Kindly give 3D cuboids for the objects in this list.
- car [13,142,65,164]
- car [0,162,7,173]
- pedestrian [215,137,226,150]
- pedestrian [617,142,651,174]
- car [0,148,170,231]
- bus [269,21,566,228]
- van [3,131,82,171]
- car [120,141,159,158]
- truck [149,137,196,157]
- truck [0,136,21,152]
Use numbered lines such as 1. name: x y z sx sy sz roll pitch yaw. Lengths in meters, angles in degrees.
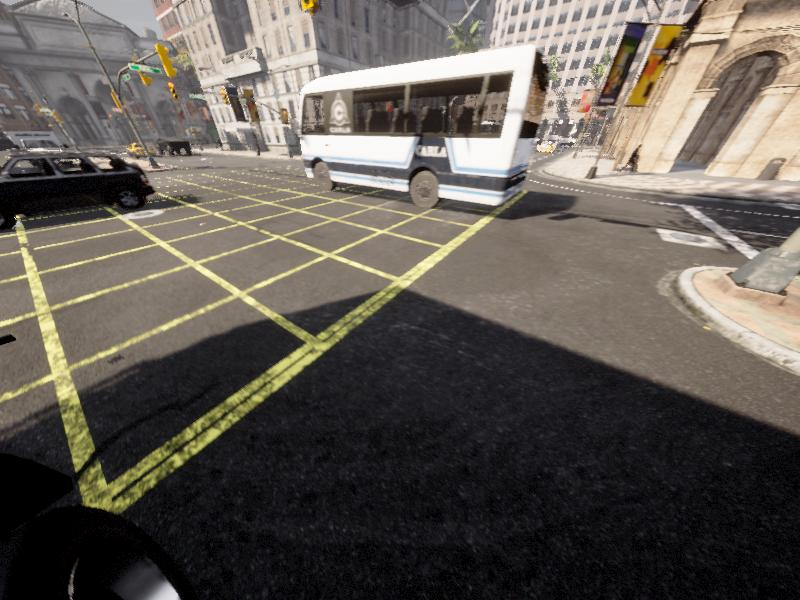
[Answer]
1. car: -35.939 -14.699 22.989 4.856 1.649 2.033 22 41 28
2. car: -31.298 -10.237 16.912 5.357 1.411 2.033 22 41 28
3. pedestrian: -31.191 -27.108 40.111 0.751 1.860 0.751 26 43 32
4. pedestrian: 16.388 -9.942 16.226 0.751 1.860 0.751 -19 39 -25
5. car: -11.195 -3.749 7.486 1.932 1.855 4.605 22 40 28
6. bus: -0.069 -6.639 9.632 10.273 4.253 3.944 23 41 28
7. van: -29.661 -12.455 19.174 6.366 2.431 2.351 22 41 28
8. car: -33.204 -19.194 29.432 5.366 1.575 1.801 23 41 28
9. truck: -31.109 -21.018 31.579 6.274 2.098 2.390 22 41 28
10. truck: -65.220 -24.186 35.750 6.274 2.098 2.390 -22 41 -28
